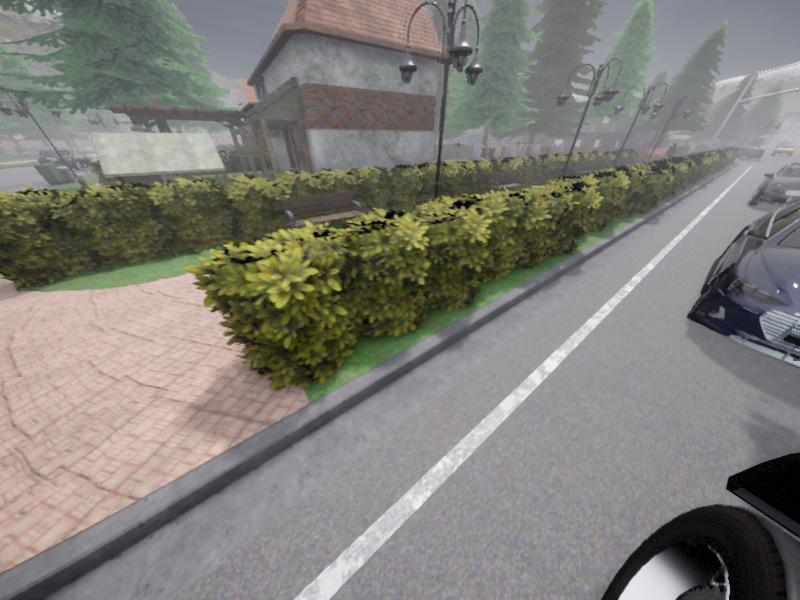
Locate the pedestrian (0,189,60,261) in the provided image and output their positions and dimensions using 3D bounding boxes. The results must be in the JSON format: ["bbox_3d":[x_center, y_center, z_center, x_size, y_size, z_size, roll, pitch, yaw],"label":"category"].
[{"bbox_3d":[-8.905,-1.706,5.225,0.751,1.300,0.751,-27,43,-33],"label":"pedestrian"}]

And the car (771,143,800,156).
[{"bbox_3d":[61.397,-23.977,36.778,5.366,1.575,1.801,-23,41,-29],"label":"car"}]

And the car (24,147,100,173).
[{"bbox_3d":[-30.350,-12.836,21.007,2.097,1.767,4.553,-19,39,-25],"label":"car"}]

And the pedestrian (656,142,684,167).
[{"bbox_3d":[24.307,-13.128,20.808,0.751,1.860,0.751,-21,40,-27],"label":"pedestrian"}]

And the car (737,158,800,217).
[{"bbox_3d":[15.892,-4.557,9.154,4.902,1.511,2.128,-23,41,-29],"label":"car"}]

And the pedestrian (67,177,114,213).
[{"bbox_3d":[-11.176,-3.815,8.397,0.500,1.100,0.500,-24,41,-30],"label":"pedestrian"}]

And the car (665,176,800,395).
[{"bbox_3d":[6.259,-0.512,3.262,4.856,1.649,2.033,-23,41,-29],"label":"car"}]

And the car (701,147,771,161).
[{"bbox_3d":[44.999,-19.778,31.146,1.837,1.490,4.892,-12,35,-18],"label":"car"}]

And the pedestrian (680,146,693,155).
[{"bbox_3d":[47.522,-24.862,38.365,0.751,1.300,0.751,-19,39,-25],"label":"pedestrian"}]
